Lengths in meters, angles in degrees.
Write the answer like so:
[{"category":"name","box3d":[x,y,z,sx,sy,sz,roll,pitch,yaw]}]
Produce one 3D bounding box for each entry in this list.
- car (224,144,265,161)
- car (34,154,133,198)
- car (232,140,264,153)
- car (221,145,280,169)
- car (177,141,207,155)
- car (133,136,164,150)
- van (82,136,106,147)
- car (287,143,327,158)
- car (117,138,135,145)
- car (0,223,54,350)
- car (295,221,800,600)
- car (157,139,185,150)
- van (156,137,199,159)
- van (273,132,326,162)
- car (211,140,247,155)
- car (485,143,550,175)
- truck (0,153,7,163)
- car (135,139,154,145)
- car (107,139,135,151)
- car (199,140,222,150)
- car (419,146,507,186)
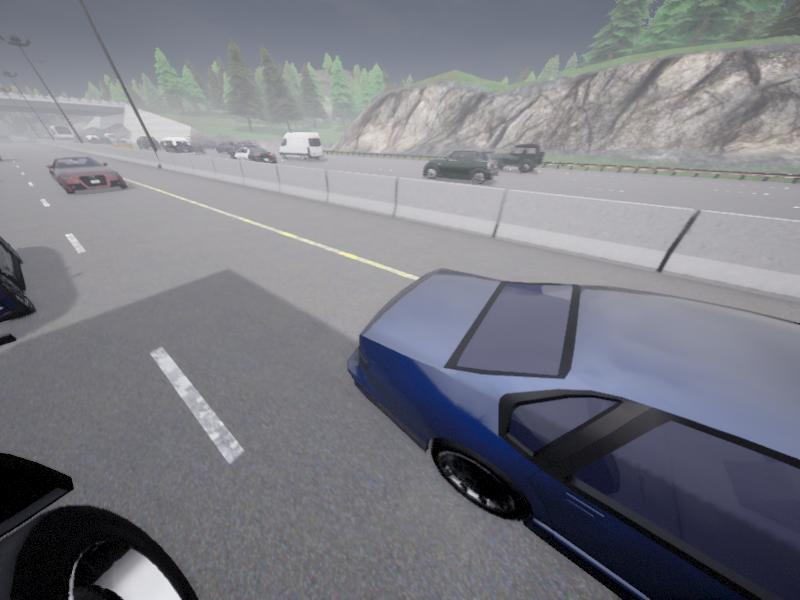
[{"category":"car","box3d":[-17.889,-17.037,26.636,4.181,1.385,1.994,22,41,28]},{"category":"car","box3d":[-15.468,-6.192,11.312,4.181,1.385,1.994,22,41,28]},{"category":"car","box3d":[-24.560,-24.810,37.306,4.611,1.667,2.242,22,41,28]},{"category":"car","box3d":[-13.220,-12.737,20.452,4.974,1.542,2.038,22,40,28]},{"category":"car","box3d":[-30.225,-22.149,33.580,3.705,1.549,1.789,22,41,28]},{"category":"car","box3d":[-46.517,-29.005,42.678,5.566,2.045,2.150,22,41,28]},{"category":"van","box3d":[-68.468,-35.501,51.645,4.480,2.038,2.069,22,41,28]},{"category":"car","box3d":[-12.259,-19.723,30.375,4.902,1.511,2.128,22,41,28]},{"category":"car","box3d":[-72.491,-41.830,61.071,4.674,1.442,1.812,22,41,28]},{"category":"car","box3d":[-7.434,-0.561,3.204,4.856,1.649,2.033,22,41,28]},{"category":"car","box3d":[2.094,0.970,1.341,5.357,1.411,2.033,22,41,28]},{"category":"car","box3d":[-45.020,-30.684,45.438,5.027,1.651,2.152,22,41,28]},{"category":"van","box3d":[-27.156,-18.631,28.209,4.480,2.038,2.069,22,41,28]},{"category":"van","box3d":[-11.375,-17.323,26.096,5.915,2.561,1.988,22,41,28]},{"category":"car","box3d":[-25.419,-22.700,34.308,4.611,1.667,2.242,22,41,28]},{"category":"car","box3d":[9.125,-11.149,18.137,3.866,1.878,1.905,22,41,28]},{"category":"truck","box3d":[-39.926,-14.168,21.383,5.204,2.467,2.627,22,41,28]},{"category":"car","box3d":[-69.967,-43.249,63.139,5.357,1.411,2.033,22,41,28]},{"category":"car","box3d":[-49.627,-27.620,41.088,5.366,1.575,1.801,22,41,28]},{"category":"car","box3d":[-35.920,-29.394,43.791,3.633,1.501,1.845,22,41,28]},{"category":"car","box3d":[3.744,-8.377,14.242,4.553,1.767,2.097,22,41,28]}]
